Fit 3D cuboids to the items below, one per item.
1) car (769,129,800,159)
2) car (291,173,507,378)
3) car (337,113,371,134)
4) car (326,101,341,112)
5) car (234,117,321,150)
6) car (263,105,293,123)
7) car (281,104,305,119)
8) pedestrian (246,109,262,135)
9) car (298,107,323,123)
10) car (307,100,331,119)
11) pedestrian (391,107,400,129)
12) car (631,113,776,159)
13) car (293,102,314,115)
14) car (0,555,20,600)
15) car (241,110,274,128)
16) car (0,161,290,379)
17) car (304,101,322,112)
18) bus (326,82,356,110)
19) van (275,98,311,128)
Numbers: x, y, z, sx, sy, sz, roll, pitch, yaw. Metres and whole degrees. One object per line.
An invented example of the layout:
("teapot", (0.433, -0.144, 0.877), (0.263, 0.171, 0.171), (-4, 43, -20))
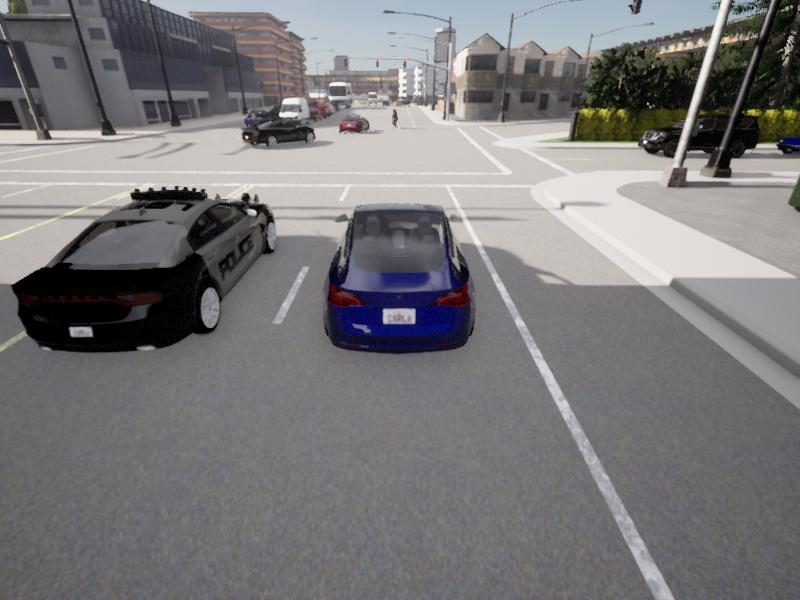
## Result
("car", (23.302, -8.415, 21.554), (4.718, 1.301, 1.895), (0, 27, 0))
("car", (-0.021, -0.857, 6.470), (2.163, 1.488, 4.792), (0, 28, 0))
("car", (-3.990, -15.509, 35.103), (1.994, 1.385, 4.181), (4, 27, 6))
("car", (-10.857, -31.724, 65.552), (1.816, 1.474, 4.193), (0, 28, 0))
("car", (-7.611, -10.666, 25.386), (1.882, 1.535, 5.008), (19, 33, 32))
("car", (-14.235, -21.917, 47.106), (1.930, 1.638, 5.238), (0, 28, 0))
("car", (-14.286, -25.296, 53.585), (1.882, 1.535, 5.008), (0, 28, 0))
("pedestrian", (-11.618, -14.231, 31.931), (0.751, 1.860, 0.751), (-18, 32, -32))
("car", (-10.668, -22.259, 47.999), (1.812, 1.442, 4.674), (0, 28, 0))
("car", (-10.777, -25.655, 53.753), (2.150, 2.045, 5.566), (0, 28, 0))
("pedestrian", (-0.409, -17.110, 37.677), (0.751, 1.860, 0.751), (1, 27, 2))
("car", (15.971, -8.791, 21.386), (5.566, 2.045, 2.150), (0, 27, 0))
("car", (-14.325, -28.546, 59.660), (1.837, 1.490, 4.892), (0, 29, 0))
("car", (-3.491, 2.235, 0.527), (1.816, 1.474, 4.193), (0, 28, 0))
("car", (-14.208, -18.233, 40.158), (1.816, 1.474, 4.193), (0, 27, 0))
("car", (-3.512, -1.024, 6.587), (1.930, 1.638, 5.238), (0, 28, 0))
("car", (-14.348, -32.104, 66.329), (1.994, 1.385, 4.181), (1, 28, 1))
("bus", (-10.783, -37.909, 74.220), (3.944, 4.253, 10.273), (0, 28, 0))
("van", (-10.699, -19.020, 40.560), (1.988, 2.561, 5.915), (0, 27, 0))
